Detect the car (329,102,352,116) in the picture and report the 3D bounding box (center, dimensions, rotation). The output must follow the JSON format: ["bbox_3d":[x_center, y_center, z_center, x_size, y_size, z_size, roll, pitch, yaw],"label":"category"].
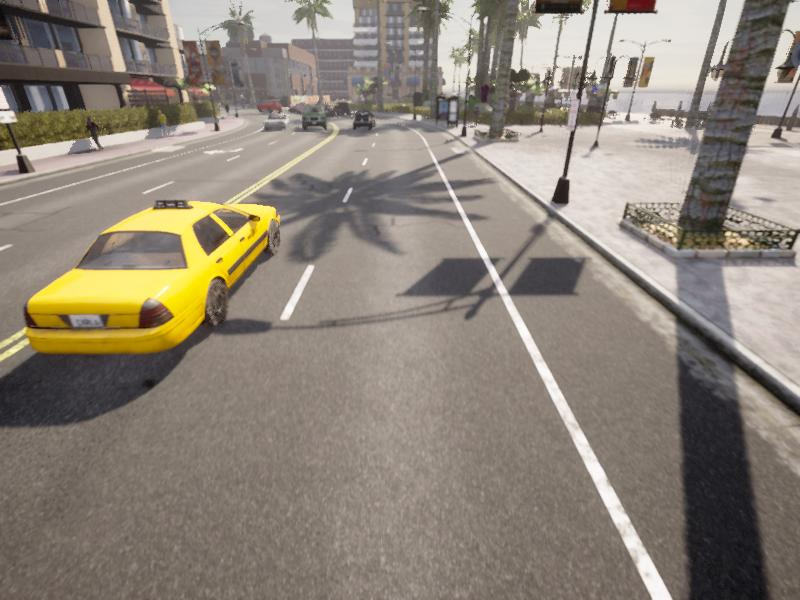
[{"bbox_3d":[-8.943,-28.711,60.055,1.905,1.878,3.866,-14,30,-25],"label":"car"}]

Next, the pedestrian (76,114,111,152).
[{"bbox_3d":[-16.679,-9.108,21.833,0.751,1.860,0.751,1,27,2],"label":"pedestrian"}]

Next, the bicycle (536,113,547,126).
[{"bbox_3d":[14.157,-18.040,39.967,0.373,1.024,1.643,0,27,-1],"label":"bicycle"}]

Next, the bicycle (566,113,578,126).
[{"bbox_3d":[17.175,-18.060,39.994,0.373,1.024,1.643,0,27,-1],"label":"bicycle"}]

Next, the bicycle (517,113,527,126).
[{"bbox_3d":[12.145,-18.026,39.949,0.373,1.024,1.643,0,27,-1],"label":"bicycle"}]

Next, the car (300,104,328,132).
[{"bbox_3d":[-7.968,-17.110,37.454,2.150,2.045,5.566,-4,27,-8],"label":"car"}]

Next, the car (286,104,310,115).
[{"bbox_3d":[-16.724,-31.247,65.536,1.994,1.385,4.181,-19,33,-32],"label":"car"}]

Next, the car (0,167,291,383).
[{"bbox_3d":[-3.491,-0.962,6.717,1.801,1.575,5.366,0,27,0],"label":"car"}]

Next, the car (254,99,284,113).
[{"bbox_3d":[-23.690,-35.082,72.275,5.566,2.045,2.150,21,34,34],"label":"car"}]

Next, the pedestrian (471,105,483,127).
[{"bbox_3d":[7.145,-17.018,37.033,0.751,1.860,0.751,-3,28,-6],"label":"pedestrian"}]

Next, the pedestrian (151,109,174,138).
[{"bbox_3d":[-16.942,-12.614,28.614,0.751,1.860,0.751,-1,27,-2],"label":"pedestrian"}]

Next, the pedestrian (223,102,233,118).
[{"bbox_3d":[-22.544,-24.882,52.357,0.751,1.860,0.751,-18,32,-30],"label":"pedestrian"}]

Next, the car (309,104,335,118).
[{"bbox_3d":[-11.087,-26.903,56.813,2.242,1.667,4.611,-13,30,-24],"label":"car"}]

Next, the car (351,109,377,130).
[{"bbox_3d":[-3.370,-17.169,38.027,1.851,1.617,3.988,1,27,2],"label":"car"}]

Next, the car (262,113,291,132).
[{"bbox_3d":[-11.436,-16.591,37.279,1.895,1.301,4.718,-4,28,-8],"label":"car"}]
